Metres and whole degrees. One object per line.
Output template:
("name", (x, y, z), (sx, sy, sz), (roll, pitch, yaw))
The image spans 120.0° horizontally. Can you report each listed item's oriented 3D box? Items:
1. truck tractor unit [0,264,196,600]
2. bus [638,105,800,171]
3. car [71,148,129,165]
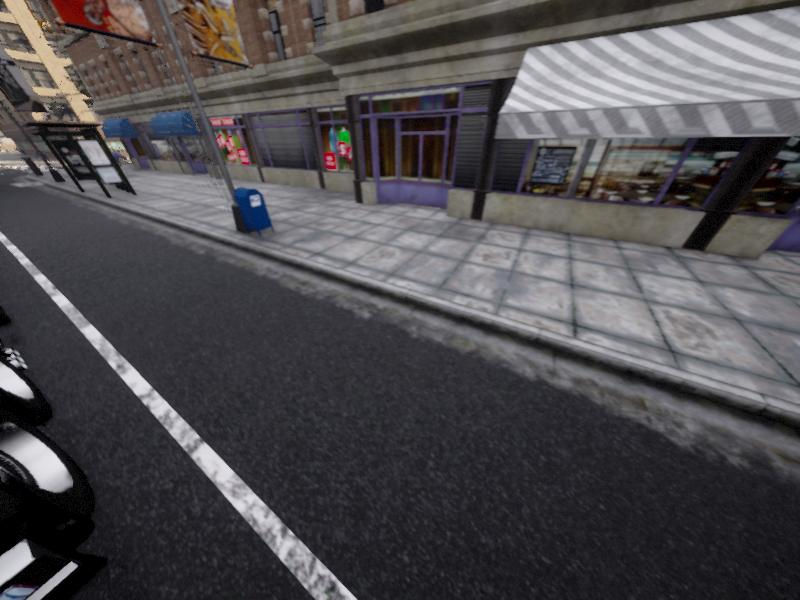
("truck tractor unit", (-5.111, -0.298, 0.791), (6.516, 4.208, 3.053), (18, 39, 24))
("bus", (29.485, -14.255, 20.497), (10.273, 4.253, 3.944), (18, 39, 24))
("car", (-38.031, -18.370, 29.415), (1.851, 1.617, 3.988), (18, 39, 25))
